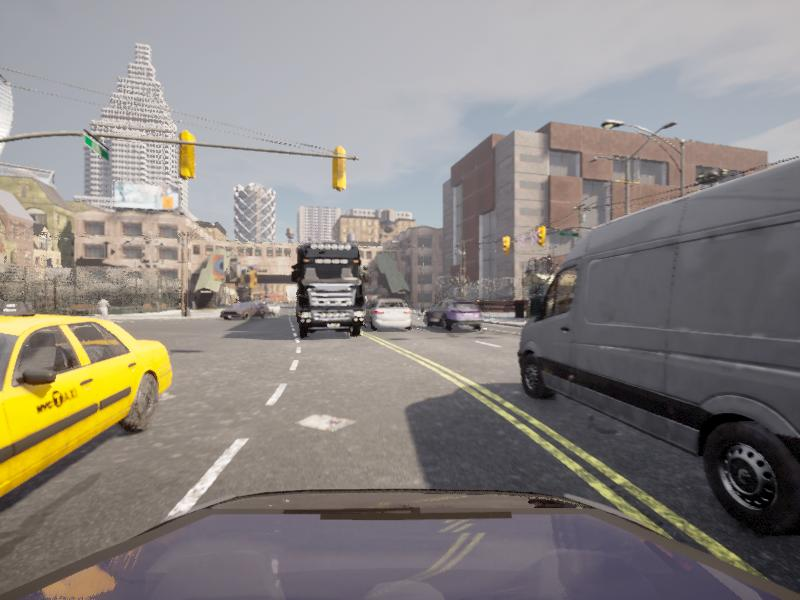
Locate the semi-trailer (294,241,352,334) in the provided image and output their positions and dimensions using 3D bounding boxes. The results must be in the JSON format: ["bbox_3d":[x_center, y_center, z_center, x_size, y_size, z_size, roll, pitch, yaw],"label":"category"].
[{"bbox_3d":[-5.511,-0.616,26.173,2.717,4.402,14.254,0,0,-15],"label":"semi-trailer"}]

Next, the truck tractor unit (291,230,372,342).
[{"bbox_3d":[-3.452,-0.524,18.529,3.053,4.208,6.516,-1,0,-15],"label":"truck tractor unit"}]

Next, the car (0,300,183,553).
[{"bbox_3d":[-3.636,0.803,3.377,1.801,1.575,5.366,0,0,-13],"label":"car"}]

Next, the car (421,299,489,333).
[{"bbox_3d":[2.832,0.776,21.990,2.033,1.649,4.856,0,0,-14],"label":"car"}]

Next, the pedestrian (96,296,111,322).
[{"bbox_3d":[-22.029,0.649,29.696,0.751,1.860,0.751,0,0,-25],"label":"pedestrian"}]

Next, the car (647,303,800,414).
[{"bbox_3d":[6.464,0.825,6.271,2.007,1.525,4.514,0,0,-8],"label":"car"}]

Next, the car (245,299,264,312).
[{"bbox_3d":[-20.893,0.709,57.675,2.185,1.767,4.553,0,0,-16],"label":"car"}]

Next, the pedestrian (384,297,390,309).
[{"bbox_3d":[-2.034,0.485,63.566,0.751,1.860,0.751,0,0,-17],"label":"pedestrian"}]

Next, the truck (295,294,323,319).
[{"bbox_3d":[-8.690,0.546,37.790,2.390,2.098,6.274,0,0,-15],"label":"truck"}]

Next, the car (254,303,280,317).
[{"bbox_3d":[-13.417,0.951,40.702,1.895,1.301,4.718,0,0,-10],"label":"car"}]

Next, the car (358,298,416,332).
[{"bbox_3d":[-0.874,0.756,22.329,2.242,1.667,4.611,0,0,-15],"label":"car"}]

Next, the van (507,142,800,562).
[{"bbox_3d":[3.252,0.320,4.610,1.988,2.561,5.915,0,0,-5],"label":"van"}]

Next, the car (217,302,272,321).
[{"bbox_3d":[-12.737,0.901,33.249,2.033,1.411,5.357,0,0,7],"label":"car"}]
